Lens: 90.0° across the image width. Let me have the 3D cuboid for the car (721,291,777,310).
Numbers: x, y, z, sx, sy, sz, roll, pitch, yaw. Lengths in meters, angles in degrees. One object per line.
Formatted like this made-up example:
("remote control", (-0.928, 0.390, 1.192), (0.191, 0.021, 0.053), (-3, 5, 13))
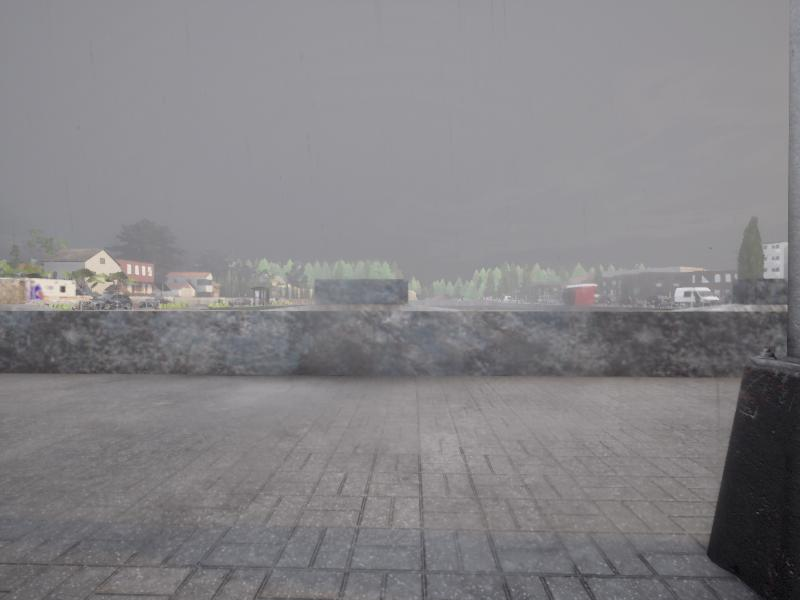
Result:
("car", (36.603, 0.052, 42.120), (1.932, 1.855, 4.605), (0, 0, 2))

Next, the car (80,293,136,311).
("car", (-29.211, 0.178, 40.270), (2.033, 1.649, 4.856), (0, 0, 2))

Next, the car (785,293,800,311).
("car", (36.340, 0.201, 34.239), (1.801, 1.575, 5.366), (0, 0, 2))

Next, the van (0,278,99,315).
("van", (-25.575, -0.222, 29.123), (2.351, 2.431, 6.366), (0, 0, 2))

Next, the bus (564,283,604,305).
("bus", (38.101, -1.139, 83.307), (3.944, 4.253, 10.273), (0, 0, 2))

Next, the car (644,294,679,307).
("car", (37.100, 0.094, 56.978), (2.097, 1.767, 4.553), (0, 0, 2))

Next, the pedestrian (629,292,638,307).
("pedestrian", (29.154, -0.053, 49.956), (0.751, 1.860, 0.751), (0, 0, 11))

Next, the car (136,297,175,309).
("car", (-28.969, 0.307, 47.543), (1.994, 1.385, 4.181), (0, 0, 1))

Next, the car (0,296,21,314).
("car", (-29.630, 0.344, 27.856), (1.895, 1.301, 4.718), (0, 0, 2))

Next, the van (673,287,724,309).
("van", (36.850, -0.278, 49.652), (1.988, 2.561, 5.915), (0, 0, 2))
